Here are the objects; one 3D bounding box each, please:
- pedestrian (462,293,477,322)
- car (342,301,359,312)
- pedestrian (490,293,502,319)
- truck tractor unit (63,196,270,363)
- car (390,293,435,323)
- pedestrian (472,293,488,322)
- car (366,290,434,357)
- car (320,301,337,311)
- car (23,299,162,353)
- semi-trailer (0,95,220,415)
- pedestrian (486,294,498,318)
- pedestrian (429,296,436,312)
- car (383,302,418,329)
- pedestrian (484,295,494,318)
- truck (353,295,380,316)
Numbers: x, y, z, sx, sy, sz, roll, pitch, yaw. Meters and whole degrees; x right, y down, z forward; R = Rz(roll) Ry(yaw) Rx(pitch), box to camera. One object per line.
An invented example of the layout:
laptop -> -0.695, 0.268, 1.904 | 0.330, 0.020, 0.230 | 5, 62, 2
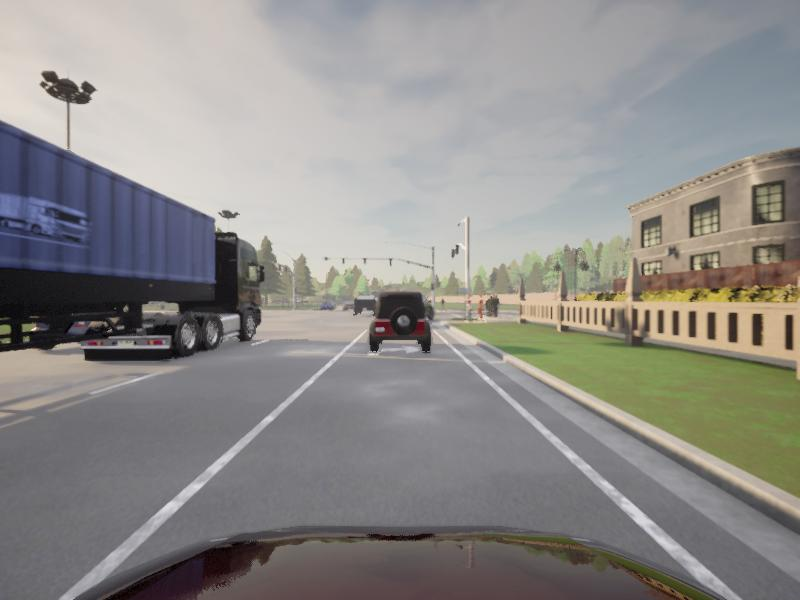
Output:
pedestrian -> 4.597, 0.483, 26.524 | 0.751, 1.860, 0.751 | 0, 0, -10
car -> -7.002, 0.866, 57.079 | 1.812, 1.442, 4.674 | 0, 0, -1
pedestrian -> 7.116, 0.447, 29.629 | 0.751, 1.860, 0.751 | 0, 0, 5
truck tractor unit -> -7.003, -0.522, 13.434 | 3.053, 4.208, 6.516 | 0, 0, 1
car -> 1.097, 0.566, 31.007 | 2.150, 2.045, 5.566 | 0, 0, 17
pedestrian -> 5.326, 0.483, 26.593 | 0.751, 1.860, 0.751 | 0, 0, -16
car -> 0.002, 0.646, 13.200 | 1.905, 1.878, 3.866 | 0, 0, 0
car -> -10.497, 0.850, 58.910 | 1.816, 1.474, 4.193 | 0, 0, 0
car -> -10.495, 0.787, 14.098 | 1.851, 1.617, 3.988 | 0, 0, 0
semi-trailer -> -6.854, -0.621, 5.519 | 2.717, 4.402, 14.254 | 0, 0, -2
pedestrian -> 7.135, 0.453, 31.129 | 0.751, 1.860, 0.751 | 0, 0, 2
pedestrian -> 3.898, 0.482, 48.087 | 0.751, 1.860, 0.751 | 0, 0, 12
car -> 0.078, 0.852, 24.106 | 1.970, 1.475, 3.806 | 0, 0, 1
pedestrian -> 7.370, 0.522, 33.307 | 0.751, 1.860, 0.751 | 0, 0, 6
truck -> -3.496, 0.539, 42.741 | 2.390, 2.098, 6.274 | 0, 0, 0
